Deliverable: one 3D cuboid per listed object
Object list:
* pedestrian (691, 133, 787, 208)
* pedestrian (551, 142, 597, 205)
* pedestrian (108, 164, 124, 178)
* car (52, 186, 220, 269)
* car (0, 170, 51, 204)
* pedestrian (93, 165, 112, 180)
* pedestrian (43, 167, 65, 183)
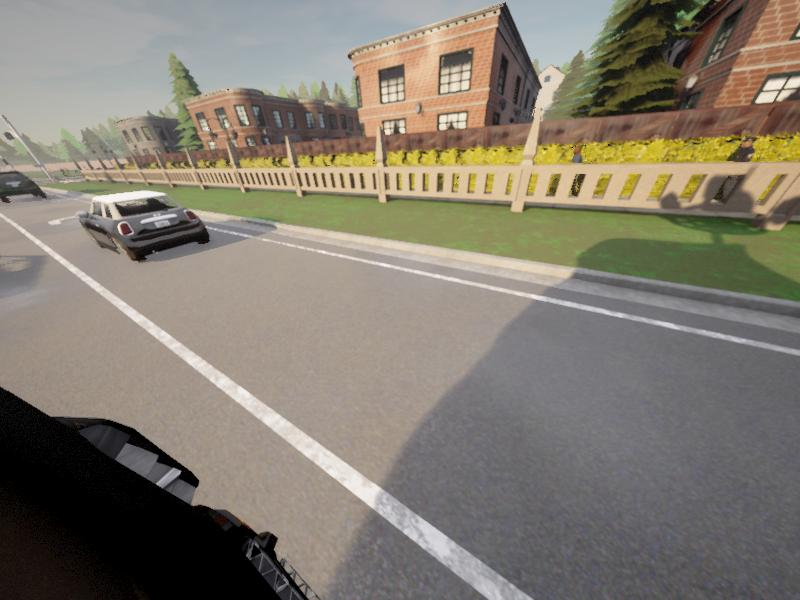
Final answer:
[{"bbox_3d":[10.148,-3.903,7.044,0.751,1.860,0.751,17,39,28],"label":"pedestrian"},{"bbox_3d":[6.131,-4.472,8.236,0.751,1.860,0.751,15,38,25],"label":"pedestrian"},{"bbox_3d":[-44.623,-20.304,36.344,0.751,1.860,0.751,20,40,30],"label":"pedestrian"},{"bbox_3d":[-7.697,-2.341,6.820,3.806,1.475,1.970,16,38,26],"label":"car"},{"bbox_3d":[-31.543,-9.286,18.764,5.566,2.045,2.150,16,38,26],"label":"car"},{"bbox_3d":[-41.824,-17.927,32.521,0.751,1.860,0.751,14,37,24],"label":"pedestrian"},{"bbox_3d":[-47.586,-17.123,31.779,0.751,1.860,0.751,8,35,17],"label":"pedestrian"}]
